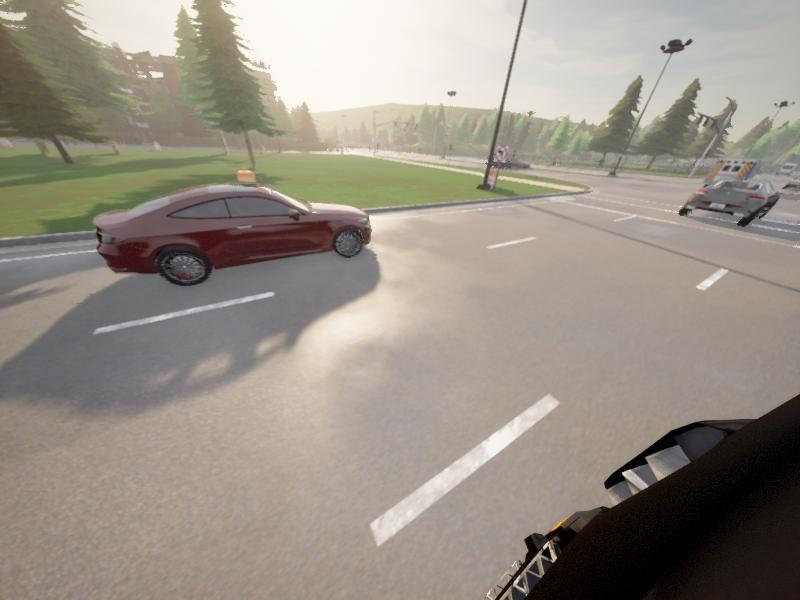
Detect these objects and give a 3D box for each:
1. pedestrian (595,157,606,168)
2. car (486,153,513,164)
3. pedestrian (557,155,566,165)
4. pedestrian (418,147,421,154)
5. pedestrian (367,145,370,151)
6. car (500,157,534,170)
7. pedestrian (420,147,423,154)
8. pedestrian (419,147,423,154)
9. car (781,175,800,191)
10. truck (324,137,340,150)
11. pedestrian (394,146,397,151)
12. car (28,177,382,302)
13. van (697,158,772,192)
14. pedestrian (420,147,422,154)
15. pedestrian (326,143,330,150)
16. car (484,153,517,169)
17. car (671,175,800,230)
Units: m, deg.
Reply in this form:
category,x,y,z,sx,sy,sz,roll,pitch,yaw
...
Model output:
category,x,y,z,sx,sy,sz,roll,pitch,yaw
pedestrian,38.836,-26.637,44.740,0.751,1.860,0.751,-13,37,-23
car,21.559,-30.989,50.477,1.930,1.638,5.238,-16,38,-25
pedestrian,35.495,-30.822,50.758,0.751,1.860,0.751,-13,37,-23
pedestrian,7.085,-53.570,82.680,0.751,1.860,0.751,-6,35,-13
pedestrian,-11.397,-54.901,83.308,0.751,1.860,0.751,-14,37,-24
car,18.174,-21.323,35.988,1.994,1.385,4.181,-15,38,-25
pedestrian,7.794,-53.460,82.569,0.751,1.860,0.751,16,36,18
pedestrian,7.581,-53.844,83.129,0.751,1.860,0.751,-17,38,-27
car,43.728,-12.646,24.975,4.718,1.301,1.895,-16,38,-26
truck,-25.432,-58.559,86.274,2.891,3.827,8.468,-16,38,-26
pedestrian,-1.859,-64.340,98.143,0.751,1.860,0.751,-17,38,-26
car,-2.883,-1.608,4.805,4.674,1.442,1.812,-16,38,-26
van,31.913,-11.971,22.055,6.366,2.431,2.351,-16,38,-26
pedestrian,7.426,-53.046,81.922,0.751,1.860,0.751,3,34,1
pedestrian,-22.002,-47.156,70.909,0.751,1.860,0.751,-16,38,-26
car,14.961,-20.870,34.598,1.905,1.878,3.866,-16,38,-25
car,15.284,-4.638,10.550,5.027,1.651,2.152,-16,38,-26
